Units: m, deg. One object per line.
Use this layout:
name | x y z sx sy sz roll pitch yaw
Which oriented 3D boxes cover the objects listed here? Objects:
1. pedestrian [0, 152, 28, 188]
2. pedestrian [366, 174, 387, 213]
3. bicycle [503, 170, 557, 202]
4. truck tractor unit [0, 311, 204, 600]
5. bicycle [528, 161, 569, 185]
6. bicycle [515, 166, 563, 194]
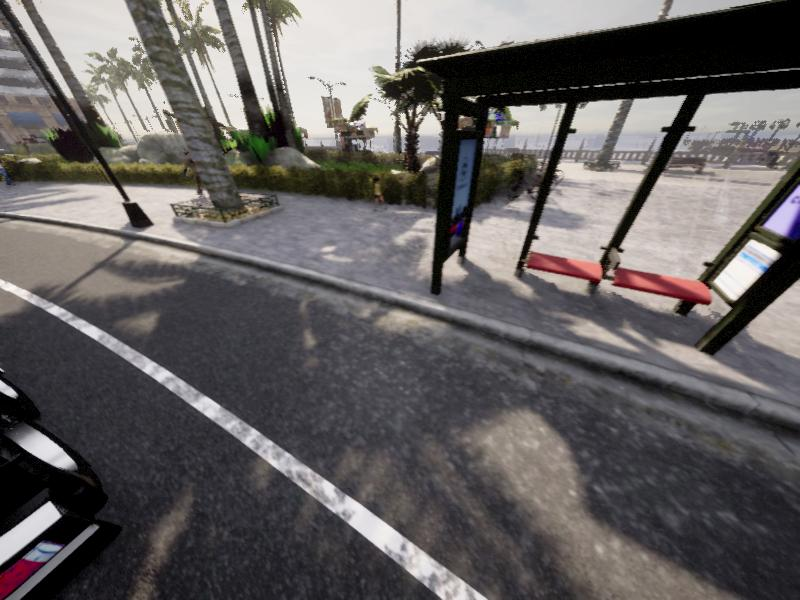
pedestrian | -22.641 -7.442 13.031 0.751 1.860 0.751 8 36 12
pedestrian | -0.796 -3.669 7.971 0.500 1.100 0.500 12 37 18
bicycle | 5.240 -4.655 9.410 1.643 1.024 0.373 22 41 29
truck tractor unit | -5.198 -0.200 0.666 6.516 4.208 3.053 15 38 21
bicycle | 8.165 -7.025 12.745 1.643 1.024 0.373 22 41 29
bicycle | 6.410 -5.603 10.744 1.643 1.024 0.373 22 41 29
